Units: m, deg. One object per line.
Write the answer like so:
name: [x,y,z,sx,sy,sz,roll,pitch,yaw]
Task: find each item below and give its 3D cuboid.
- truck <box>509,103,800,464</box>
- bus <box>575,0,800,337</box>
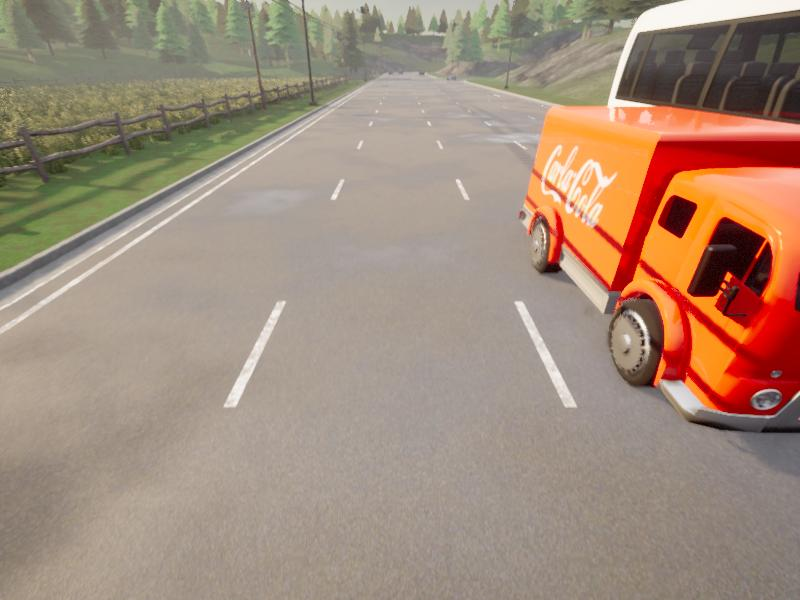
truck: [3.503,-0.941,5.130,2.627,2.467,5.204,0,30,0]
bus: [7.123,-2.631,6.250,3.944,4.253,10.273,0,30,0]
